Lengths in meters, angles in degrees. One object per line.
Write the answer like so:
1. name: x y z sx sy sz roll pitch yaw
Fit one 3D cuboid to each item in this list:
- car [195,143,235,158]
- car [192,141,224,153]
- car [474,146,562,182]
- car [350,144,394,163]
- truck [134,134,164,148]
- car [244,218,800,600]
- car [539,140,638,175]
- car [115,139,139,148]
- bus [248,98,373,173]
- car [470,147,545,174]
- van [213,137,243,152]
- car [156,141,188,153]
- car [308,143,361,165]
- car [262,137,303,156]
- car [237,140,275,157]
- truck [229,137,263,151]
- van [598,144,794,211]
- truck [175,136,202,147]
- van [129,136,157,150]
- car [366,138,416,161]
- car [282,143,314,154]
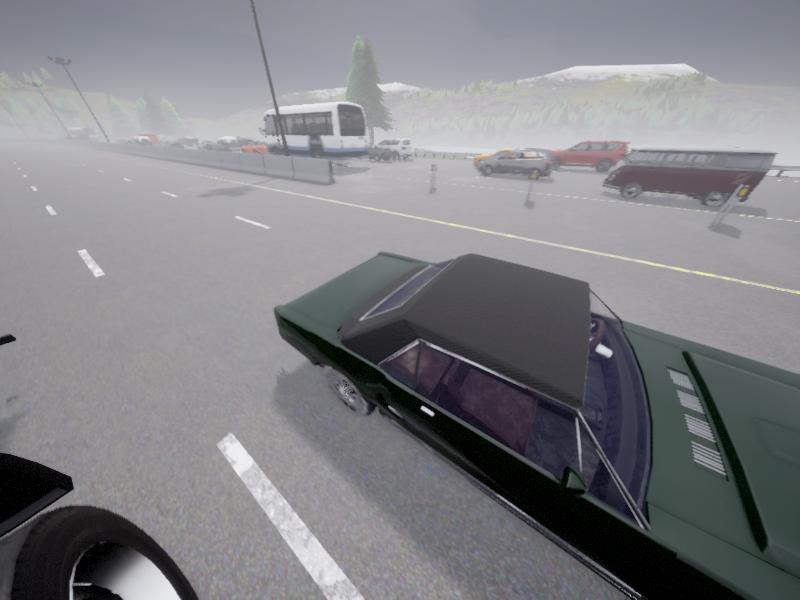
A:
1. car: -24.265 -19.639 30.243 5.357 1.411 2.033 22 41 28
2. car: -31.356 -25.047 37.714 4.974 1.542 2.038 22 41 28
3. car: 7.754 -9.190 15.467 4.611 1.667 2.242 22 41 28
4. car: -3.024 -15.987 25.112 4.514 1.525 2.007 22 41 28
5. truck: -55.750 -35.357 51.289 5.204 2.467 2.627 22 41 28
6. car: 1.115 0.601 1.929 4.718 1.301 1.895 22 41 28
7. car: 14.654 -11.476 18.410 5.566 2.045 2.150 22 41 28
8. car: -59.153 -33.853 50.034 4.902 1.511 2.128 22 41 28
9. bus: -7.635 -13.953 19.859 10.273 4.253 3.944 22 41 28
10. car: 8.489 -11.307 18.572 5.008 1.535 1.882 22 41 28
11. van: -29.871 -27.120 40.205 4.480 2.038 2.069 22 41 28
12. car: -36.931 -24.840 37.398 4.902 1.511 2.128 22 41 28
13. car: -6.704 -15.055 23.689 5.027 1.651 2.152 22 41 28
14. car: -16.552 -21.706 32.638 5.566 2.045 2.150 22 41 28
15. car: -19.178 -20.202 30.722 4.553 1.767 2.097 22 41 28
16. truck: -28.671 -29.122 42.988 6.274 2.098 2.390 22 41 28
17. van: 11.543 -5.310 9.743 4.442 1.987 1.775 22 41 28
18. truck: -50.825 -38.139 55.566 6.274 2.098 2.390 22 41 28
19. van: -49.011 -29.968 44.106 4.480 2.038 2.069 22 41 28
20. car: -1.114 -17.888 27.361 5.566 2.045 2.150 22 41 28
21. car: -15.863 -23.585 35.951 4.718 1.301 1.895 22 41 28
